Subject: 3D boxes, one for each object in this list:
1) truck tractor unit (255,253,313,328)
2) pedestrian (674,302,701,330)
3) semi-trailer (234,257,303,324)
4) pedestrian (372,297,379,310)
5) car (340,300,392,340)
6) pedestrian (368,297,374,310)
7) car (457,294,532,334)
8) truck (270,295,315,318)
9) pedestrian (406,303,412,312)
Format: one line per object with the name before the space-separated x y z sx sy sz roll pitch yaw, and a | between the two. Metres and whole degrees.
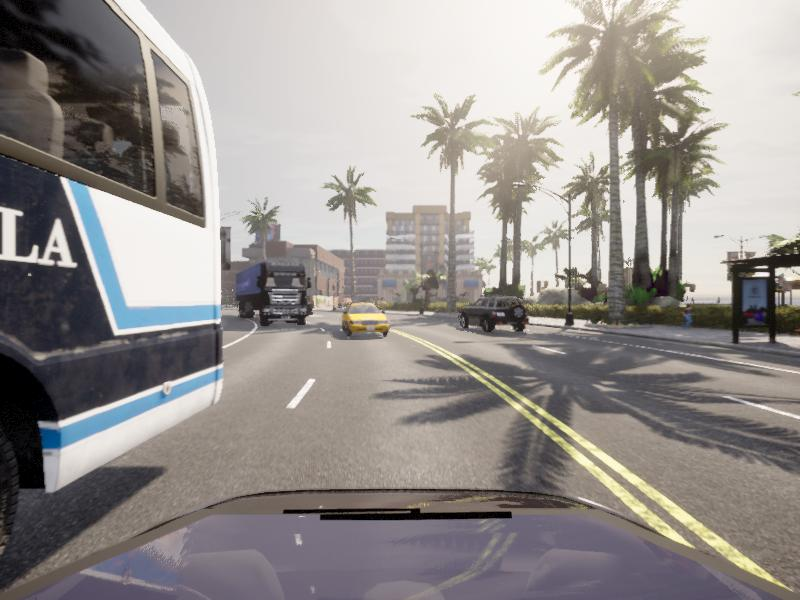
truck tractor unit | -7.747 -0.508 26.045 3.053 4.208 6.516 0 0 -21
pedestrian | 14.004 0.765 19.491 0.751 1.300 0.751 0 0 -14
semi-trailer | -11.355 -0.605 33.074 2.717 4.402 14.254 0 0 -29
pedestrian | -3.446 0.503 56.609 0.751 1.860 0.751 0 0 -29
car | -1.757 0.807 18.907 1.801 1.575 5.366 0 0 -12
pedestrian | -4.050 0.503 56.557 0.751 1.860 0.751 0 0 -11
car | 4.758 0.656 20.893 1.932 1.855 4.605 0 0 -14
truck | -10.822 0.558 39.860 2.390 2.098 6.274 0 0 -35
pedestrian | 1.111 0.879 49.892 0.500 1.100 0.500 0 0 -34
